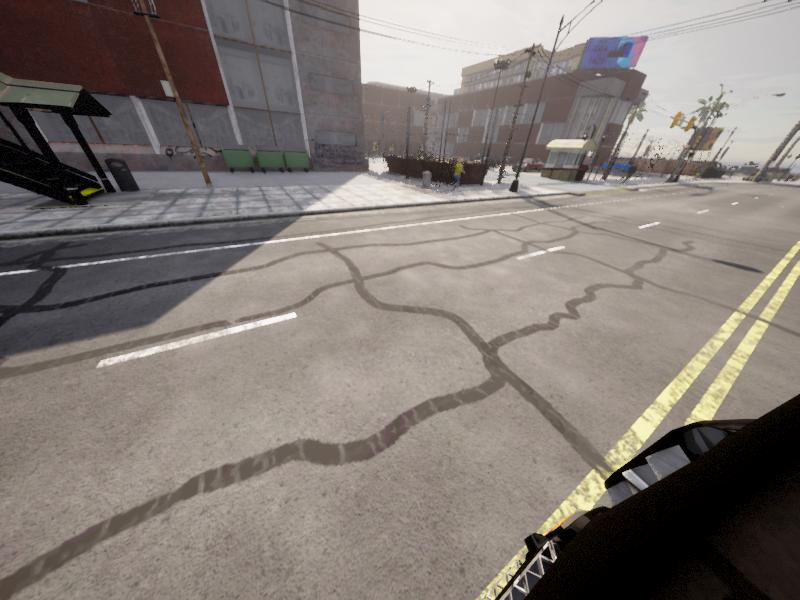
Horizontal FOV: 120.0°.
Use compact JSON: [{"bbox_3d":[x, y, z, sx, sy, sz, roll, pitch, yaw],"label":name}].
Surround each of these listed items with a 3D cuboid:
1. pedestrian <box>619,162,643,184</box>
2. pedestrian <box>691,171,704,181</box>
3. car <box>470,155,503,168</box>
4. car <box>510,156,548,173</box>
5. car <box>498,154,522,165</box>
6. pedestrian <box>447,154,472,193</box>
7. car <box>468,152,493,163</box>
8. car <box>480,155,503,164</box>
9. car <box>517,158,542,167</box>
[{"bbox_3d":[22.269,-12.259,22.311,0.751,1.860,0.751,-17,38,-27],"label":"pedestrian"},{"bbox_3d":[40.157,-16.751,31.223,0.500,1.100,0.500,-12,36,-21],"label":"pedestrian"},{"bbox_3d":[14.112,-22.522,37.642,5.008,1.535,2.097,-16,38,-26],"label":"car"},{"bbox_3d":[17.942,-18.870,32.186,4.553,1.767,2.185,-16,38,-26],"label":"car"},{"bbox_3d":[24.292,-31.070,51.167,4.553,1.767,2.185,-16,38,-26],"label":"car"},{"bbox_3d":[3.316,-7.171,13.103,0.751,1.860,0.751,-16,38,-26],"label":"pedestrian"},{"bbox_3d":[19.875,-35.288,57.159,5.566,2.045,2.435,-16,38,-26],"label":"car"},{"bbox_3d":[21.773,-33.379,54.908,4.786,1.482,2.161,-16,38,-26],"label":"car"},{"bbox_3d":[26.729,-28.475,47.731,4.674,1.452,2.002,-16,38,-26],"label":"car"}]
